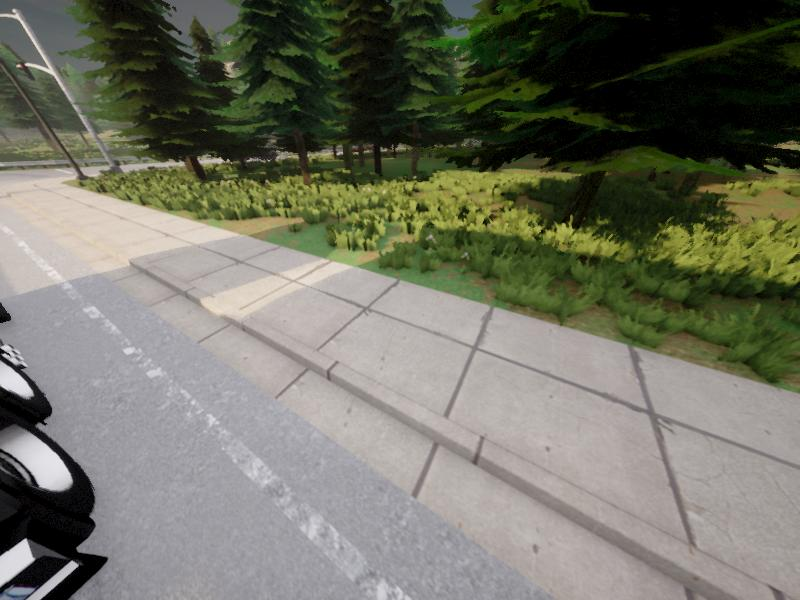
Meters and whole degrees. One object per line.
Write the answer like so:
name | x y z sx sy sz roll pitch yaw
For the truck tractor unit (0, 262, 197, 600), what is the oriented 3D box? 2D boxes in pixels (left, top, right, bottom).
truck tractor unit | -5.105 -0.308 0.780 6.516 4.208 3.053 19 39 24
